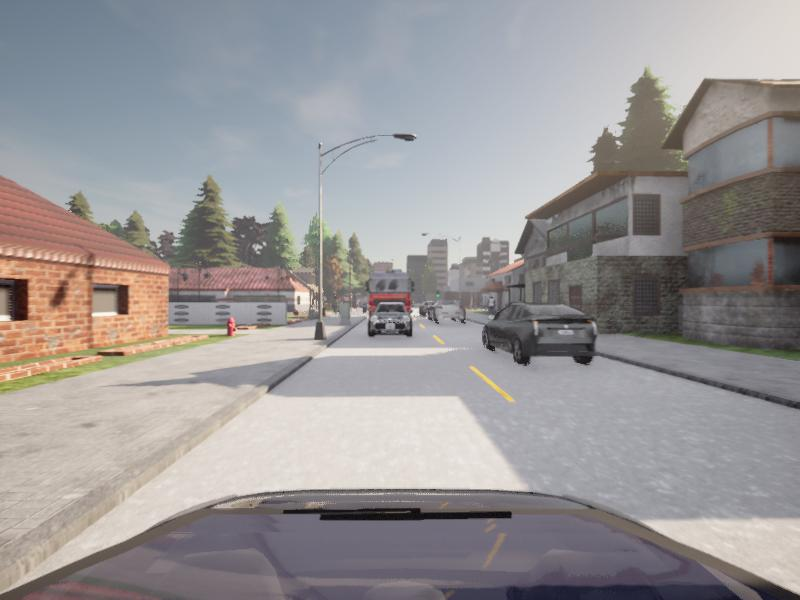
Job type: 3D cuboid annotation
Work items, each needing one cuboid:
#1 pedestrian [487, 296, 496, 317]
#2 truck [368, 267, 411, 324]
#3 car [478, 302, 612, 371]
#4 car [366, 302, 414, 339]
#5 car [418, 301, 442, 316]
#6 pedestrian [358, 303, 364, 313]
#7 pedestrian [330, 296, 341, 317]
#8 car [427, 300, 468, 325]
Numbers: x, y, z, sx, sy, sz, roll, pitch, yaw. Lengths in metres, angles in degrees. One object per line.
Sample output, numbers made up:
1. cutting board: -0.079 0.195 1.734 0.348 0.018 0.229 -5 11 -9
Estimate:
1. pedestrian: 7.967 0.548 34.849 0.751 1.860 0.751 0 0 8
2. truck: -0.678 -0.309 30.918 2.891 3.827 8.468 0 0 0
3. car: 3.704 0.834 11.259 2.007 1.525 4.514 0 0 -2
4. car: -0.393 0.861 18.109 1.970 1.475 3.806 0 0 0
5. car: 3.012 0.870 40.977 1.970 1.475 3.806 0 0 -2
6. pedestrian: -4.524 0.932 46.242 0.500 1.100 0.500 0 0 35
7. pedestrian: -5.763 0.548 35.856 0.751 1.860 0.751 0 0 10
8. car: 3.294 0.793 28.818 2.152 1.651 5.027 0 0 -2
